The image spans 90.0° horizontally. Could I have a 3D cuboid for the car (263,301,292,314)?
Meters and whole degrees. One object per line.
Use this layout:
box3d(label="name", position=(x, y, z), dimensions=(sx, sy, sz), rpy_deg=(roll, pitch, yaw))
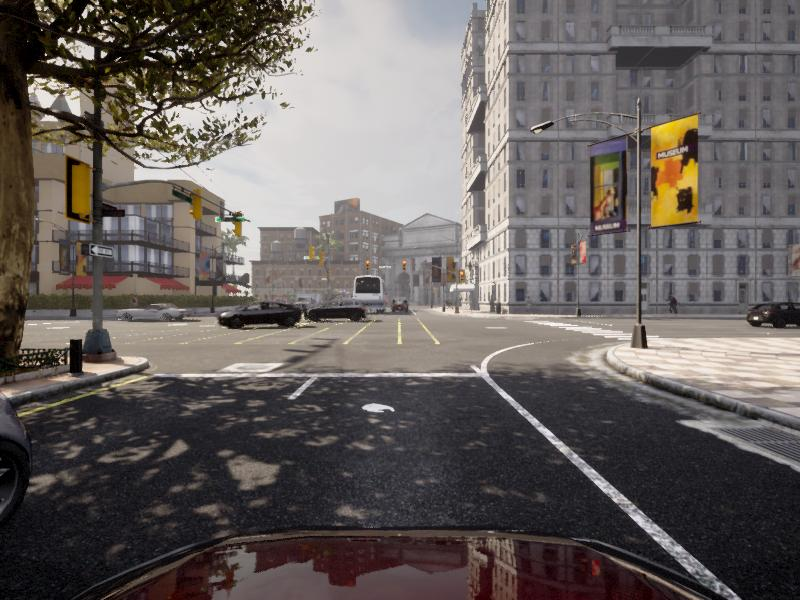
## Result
box3d(label="car", position=(-15.001, 0.888, 49.342), dimensions=(2.033, 1.411, 5.357), rpy_deg=(0, 0, 0))

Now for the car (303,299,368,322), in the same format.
box3d(label="car", position=(-4.715, 0.752, 29.872), dimensions=(4.611, 1.667, 2.242), rpy_deg=(0, 0, -3))

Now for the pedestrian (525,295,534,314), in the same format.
box3d(label="pedestrian", position=(12.814, 0.479, 39.696), dimensions=(0.751, 1.860, 0.751), rpy_deg=(0, 0, 12))

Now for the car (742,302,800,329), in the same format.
box3d(label="car", position=(22.546, 0.851, 23.029), dimensions=(4.193, 1.474, 1.816), rpy_deg=(0, 0, 0))

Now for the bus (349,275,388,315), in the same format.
box3d(label="bus", position=(-3.622, -0.541, 48.601), dimensions=(3.944, 4.253, 10.273), rpy_deg=(0, 0, 0))

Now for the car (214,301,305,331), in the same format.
box3d(label="car", position=(-7.920, 0.825, 22.625), dimensions=(4.514, 1.525, 2.007), rpy_deg=(0, 0, -31))

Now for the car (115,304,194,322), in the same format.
box3d(label="car", position=(-18.222, 0.940, 29.789), dimensions=(4.718, 1.301, 1.895), rpy_deg=(0, 0, 0))

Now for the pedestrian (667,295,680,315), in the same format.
box3d(label="pedestrian", position=(25.399, 0.480, 37.164), dimensions=(0.751, 1.860, 0.751), rpy_deg=(0, 0, -5))

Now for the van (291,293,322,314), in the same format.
box3d(label="van", position=(-11.502, 0.371, 49.802), dimensions=(2.351, 2.431, 6.366), rpy_deg=(0, 0, 0))

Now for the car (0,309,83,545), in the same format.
box3d(label="car", position=(-3.492, 0.826, 1.425), dimensions=(1.845, 1.501, 3.633), rpy_deg=(0, 0, 0))
